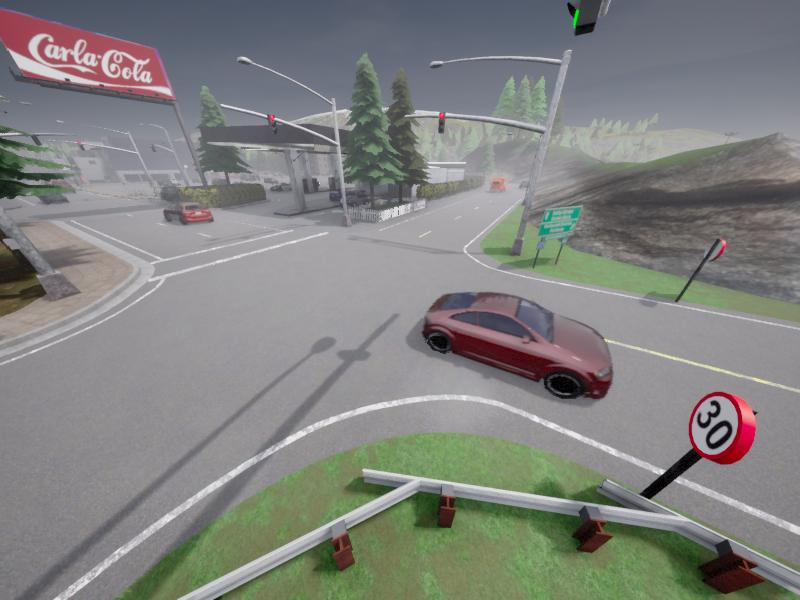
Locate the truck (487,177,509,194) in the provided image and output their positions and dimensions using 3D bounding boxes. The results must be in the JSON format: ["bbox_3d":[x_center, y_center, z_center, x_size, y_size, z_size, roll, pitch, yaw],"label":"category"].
[{"bbox_3d":[18.524,-21.640,43.608,2.627,2.467,5.204,16,34,26],"label":"truck"}]

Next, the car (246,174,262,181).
[{"bbox_3d":[-48.269,-40.358,76.197,4.605,1.855,1.932,16,34,26],"label":"car"}]

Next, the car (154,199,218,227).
[{"bbox_3d":[-18.362,-7.600,19.872,4.611,1.667,2.242,16,32,26],"label":"car"}]

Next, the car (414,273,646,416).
[{"bbox_3d":[2.661,0.683,5.724,4.181,1.385,1.994,15,33,27],"label":"car"}]

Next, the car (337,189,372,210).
[{"bbox_3d":[-5.367,-12.080,27.650,1.905,1.878,3.866,16,34,26],"label":"car"}]

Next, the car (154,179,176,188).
[{"bbox_3d":[-54.495,-27.084,53.607,4.514,1.523,2.007,16,34,26],"label":"car"}]

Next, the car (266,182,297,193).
[{"bbox_3d":[-23.524,-22.541,46.109,2.038,1.542,4.974,16,34,26],"label":"car"}]

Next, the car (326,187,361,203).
[{"bbox_3d":[-8.082,-15.233,33.445,2.242,1.667,4.611,16,34,26],"label":"car"}]

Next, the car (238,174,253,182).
[{"bbox_3d":[-49.373,-39.016,73.832,3.866,1.878,1.905,16,34,26],"label":"car"}]

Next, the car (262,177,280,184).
[{"bbox_3d":[-35.476,-32.774,63.464,4.514,1.523,2.007,16,34,26],"label":"car"}]

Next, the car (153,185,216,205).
[{"bbox_3d":[-29.096,-14.401,31.450,2.150,2.045,5.566,17,34,27],"label":"car"}]
